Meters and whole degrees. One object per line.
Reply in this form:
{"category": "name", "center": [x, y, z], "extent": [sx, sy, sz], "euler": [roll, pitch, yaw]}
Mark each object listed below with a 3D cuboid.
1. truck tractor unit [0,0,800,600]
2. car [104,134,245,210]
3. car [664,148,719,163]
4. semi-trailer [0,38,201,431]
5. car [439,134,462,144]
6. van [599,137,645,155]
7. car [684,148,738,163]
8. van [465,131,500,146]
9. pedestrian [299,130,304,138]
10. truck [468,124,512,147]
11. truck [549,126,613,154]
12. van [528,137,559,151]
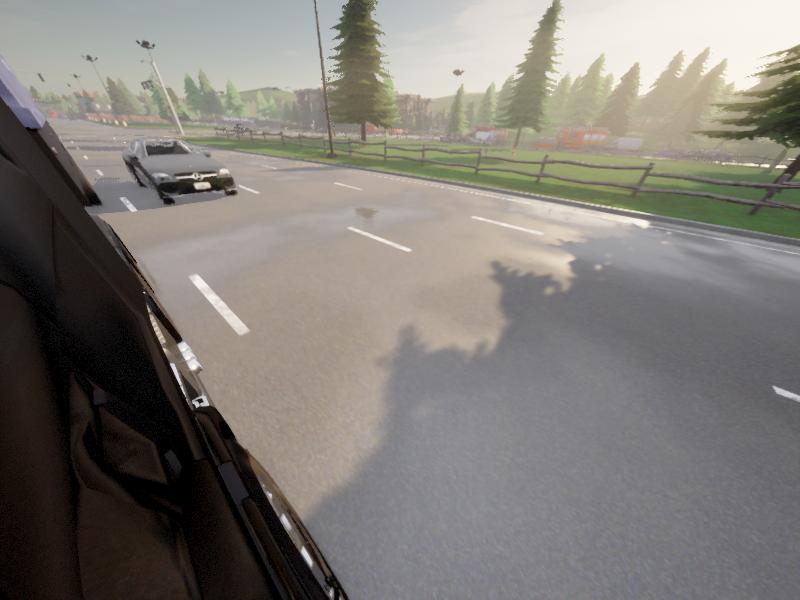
{"category": "truck tractor unit", "center": [-2.645, -0.295, 0.351], "extent": [6.516, 4.208, 3.053], "euler": [28, 44, 30]}
{"category": "car", "center": [-8.110, -4.809, 8.293], "extent": [5.027, 1.651, 2.152], "euler": [27, 43, 29]}
{"category": "car", "center": [43.890, -21.883, 34.942], "extent": [4.892, 1.490, 1.837], "euler": [29, 44, 30]}
{"category": "semi-trailer", "center": [-8.706, -3.585, 4.240], "extent": [14.254, 4.402, 2.717], "euler": [28, 43, 30]}
{"category": "car", "center": [12.103, -38.877, 55.711], "extent": [4.856, 1.649, 2.033], "euler": [28, 43, 30]}
{"category": "van", "center": [43.817, -30.538, 45.724], "extent": [5.915, 2.561, 1.988], "euler": [28, 43, 30]}
{"category": "car", "center": [50.675, -23.733, 37.848], "extent": [5.008, 1.535, 1.882], "euler": [28, 43, 30]}
{"category": "van", "center": [18.271, -35.922, 51.448], "extent": [6.366, 2.431, 2.351], "euler": [28, 43, 30]}
{"category": "pedestrian", "center": [-18.412, -30.988, 43.164], "extent": [0.500, 1.100, 0.500], "euler": [31, 45, 33]}
{"category": "truck", "center": [20.538, -38.013, 53.251], "extent": [8.468, 3.827, 2.891], "euler": [28, 43, 30]}
{"category": "truck", "center": [34.334, -30.666, 44.217], "extent": [8.468, 3.827, 2.891], "euler": [28, 43, 30]}
{"category": "van", "center": [28.033, -30.541, 45.178], "extent": [4.442, 1.987, 1.775], "euler": [28, 43, 30]}
